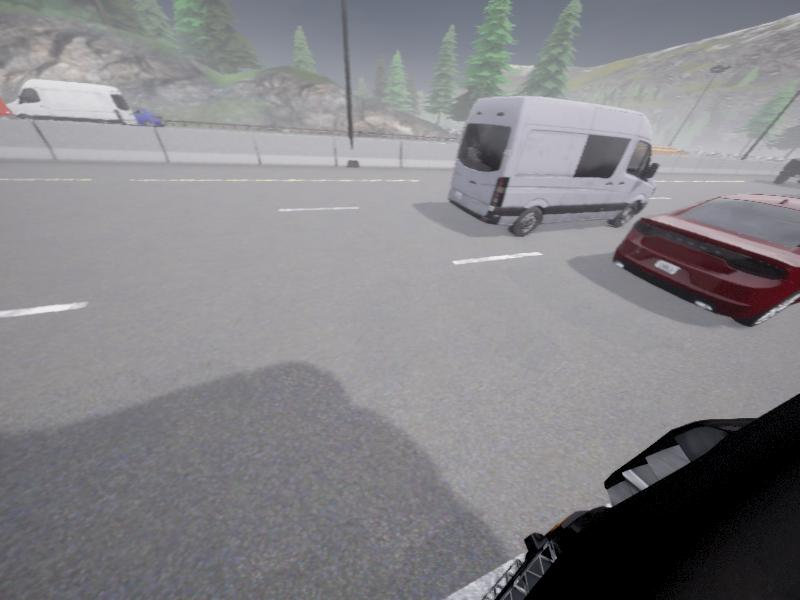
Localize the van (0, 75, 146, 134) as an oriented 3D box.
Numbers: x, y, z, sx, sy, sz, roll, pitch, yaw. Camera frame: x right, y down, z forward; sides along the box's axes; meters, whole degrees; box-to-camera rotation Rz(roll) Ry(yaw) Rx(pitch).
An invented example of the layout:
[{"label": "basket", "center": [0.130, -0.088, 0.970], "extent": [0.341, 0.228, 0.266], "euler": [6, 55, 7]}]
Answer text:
[{"label": "van", "center": [-22.003, -12.933, 15.447], "extent": [5.915, 2.561, 1.988], "euler": [-9, 40, -17]}]

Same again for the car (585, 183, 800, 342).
[{"label": "car", "center": [6.300, -0.971, 4.027], "extent": [5.008, 1.535, 1.882], "euler": [-9, 40, -17]}]

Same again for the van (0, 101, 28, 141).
[{"label": "van", "center": [-22.156, -8.314, 9.631], "extent": [6.366, 2.431, 2.351], "euler": [-9, 40, -17]}]

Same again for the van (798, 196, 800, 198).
[{"label": "van", "center": [25.477, -6.398, 12.587], "extent": [4.480, 2.038, 2.069], "euler": [-9, 40, -17]}]

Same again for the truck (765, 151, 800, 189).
[{"label": "truck", "center": [31.960, -9.686, 17.421], "extent": [6.274, 2.098, 2.390], "euler": [-8, 40, -16]}]

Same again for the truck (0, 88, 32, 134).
[{"label": "truck", "center": [-24.654, -10.218, 11.763], "extent": [5.204, 2.467, 2.627], "euler": [-9, 40, -17]}]

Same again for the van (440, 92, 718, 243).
[{"label": "van", "center": [4.358, -3.384, 6.084], "extent": [5.915, 2.561, 1.988], "euler": [-10, 41, -18]}]

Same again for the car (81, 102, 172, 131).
[{"label": "car", "center": [-21.848, -14.819, 18.731], "extent": [4.193, 1.474, 1.816], "euler": [-9, 40, -17]}]
